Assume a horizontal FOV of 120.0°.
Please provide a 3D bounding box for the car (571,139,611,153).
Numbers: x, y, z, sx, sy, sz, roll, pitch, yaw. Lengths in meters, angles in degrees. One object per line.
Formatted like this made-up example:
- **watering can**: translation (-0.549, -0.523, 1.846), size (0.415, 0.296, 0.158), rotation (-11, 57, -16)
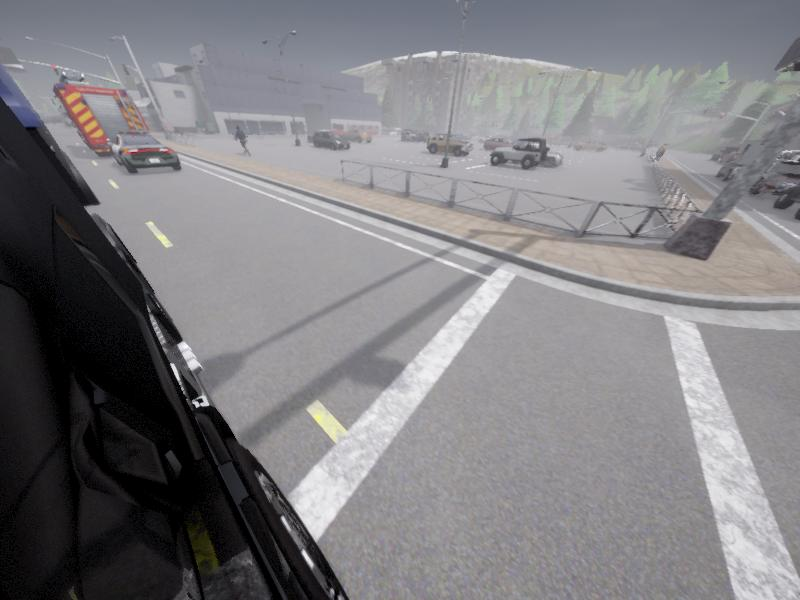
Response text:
- **car**: translation (33.483, -27.083, 40.577), size (5.027, 1.636, 2.152), rotation (28, 44, 30)

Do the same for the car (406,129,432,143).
- **car**: translation (3.493, -31.157, 43.846), size (4.605, 1.855, 1.932), rotation (28, 44, 30)

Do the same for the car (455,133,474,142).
- **car**: translation (15.547, -39.064, 55.579), size (3.633, 1.501, 1.845), rotation (28, 44, 30)

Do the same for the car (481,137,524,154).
- **car**: translation (13.531, -20.639, 30.735), size (4.514, 1.523, 2.007), rotation (28, 44, 30)

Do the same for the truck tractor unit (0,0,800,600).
- **truck tractor unit**: translation (-2.645, -0.295, 0.351), size (6.516, 4.208, 3.053), rotation (28, 44, 30)

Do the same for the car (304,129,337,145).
- **car**: translation (-10.181, -21.010, 29.711), size (3.806, 1.475, 1.970), rotation (28, 44, 30)

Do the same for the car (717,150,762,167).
- **car**: translation (42.562, -17.900, 29.114), size (2.007, 1.525, 4.514), rotation (28, 44, 30)

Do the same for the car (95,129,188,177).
- **car**: translation (-13.051, -7.527, 11.638), size (4.974, 1.542, 2.038), rotation (28, 44, 30)

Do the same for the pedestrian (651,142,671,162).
- **pedestrian**: translation (30.864, -17.521, 27.340), size (0.751, 1.860, 0.751), rotation (28, 44, 30)

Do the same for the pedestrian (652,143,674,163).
- **pedestrian**: translation (29.059, -16.280, 25.576), size (0.751, 1.860, 0.751), rotation (28, 44, 30)

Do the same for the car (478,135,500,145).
- **car**: translation (19.303, -34.717, 50.016), size (3.806, 1.475, 1.970), rotation (28, 44, 30)

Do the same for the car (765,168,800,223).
- **car**: translation (17.213, -4.147, 8.943), size (1.905, 1.878, 3.866), rotation (28, 44, 30)

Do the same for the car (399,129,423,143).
- **car**: translation (1.940, -29.726, 41.809), size (3.866, 1.878, 1.905), rotation (28, 44, 30)

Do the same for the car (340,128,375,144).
- **car**: translation (-6.296, -24.031, 33.844), size (5.027, 1.636, 2.152), rotation (28, 44, 30)

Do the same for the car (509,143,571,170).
- **car**: translation (11.477, -11.952, 19.120), size (3.806, 1.475, 1.970), rotation (28, 44, 30)

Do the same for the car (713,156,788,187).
- **car**: translation (25.484, -9.576, 17.029), size (1.970, 1.475, 3.806), rotation (28, 44, 30)

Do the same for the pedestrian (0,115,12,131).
- **pedestrian**: translation (-46.909, -20.936, 26.960), size (0.751, 1.860, 0.751), rotation (20, 40, 22)

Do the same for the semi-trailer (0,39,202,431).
- **semi-trailer**: translation (-8.739, -3.569, 4.199), size (14.254, 4.402, 2.717), rotation (28, 44, 29)

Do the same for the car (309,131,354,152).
- **car**: translation (-7.150, -16.470, 23.940), size (4.514, 1.523, 2.007), rotation (28, 44, 30)

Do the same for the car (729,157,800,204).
- **car**: translation (21.390, -6.867, 13.043), size (2.033, 1.649, 4.856), rotation (28, 44, 30)

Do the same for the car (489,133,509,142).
- **car**: translation (28.145, -46.089, 65.600), size (4.605, 1.855, 1.932), rotation (28, 44, 30)

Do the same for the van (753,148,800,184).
- **van**: translation (32.063, -10.997, 18.854), size (2.069, 2.038, 4.480), rotation (28, 44, 30)

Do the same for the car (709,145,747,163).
- **car**: translation (46.781, -20.892, 33.055), size (1.905, 1.878, 3.866), rotation (28, 44, 30)

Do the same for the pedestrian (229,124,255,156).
- **pedestrian**: translation (-11.181, -11.347, 16.415), size (0.751, 1.860, 0.751), rotation (27, 43, 29)

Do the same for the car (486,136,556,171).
- **car**: translation (8.881, -10.965, 17.174), size (3.866, 1.878, 1.905), rotation (28, 44, 30)

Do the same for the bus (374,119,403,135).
- **bus**: translation (-4.108, -61.317, 82.024), size (10.273, 4.253, 3.944), rotation (28, 44, 30)

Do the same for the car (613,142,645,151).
- **car**: translation (50.725, -34.109, 51.280), size (4.792, 1.488, 2.163), rotation (28, 44, 30)

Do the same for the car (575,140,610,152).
- **car**: translation (35.461, -28.478, 42.573), size (4.514, 1.523, 2.007), rotation (28, 44, 30)

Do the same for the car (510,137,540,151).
- **car**: translation (19.993, -25.005, 36.983), size (3.633, 1.501, 1.845), rotation (28, 44, 30)

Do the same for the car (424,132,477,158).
- **car**: translation (4.978, -15.604, 23.170), size (4.605, 1.855, 1.932), rotation (28, 44, 30)

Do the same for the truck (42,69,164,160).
- **truck**: translation (-19.809, -12.094, 15.420), size (8.468, 3.827, 2.891), rotation (28, 44, 30)
